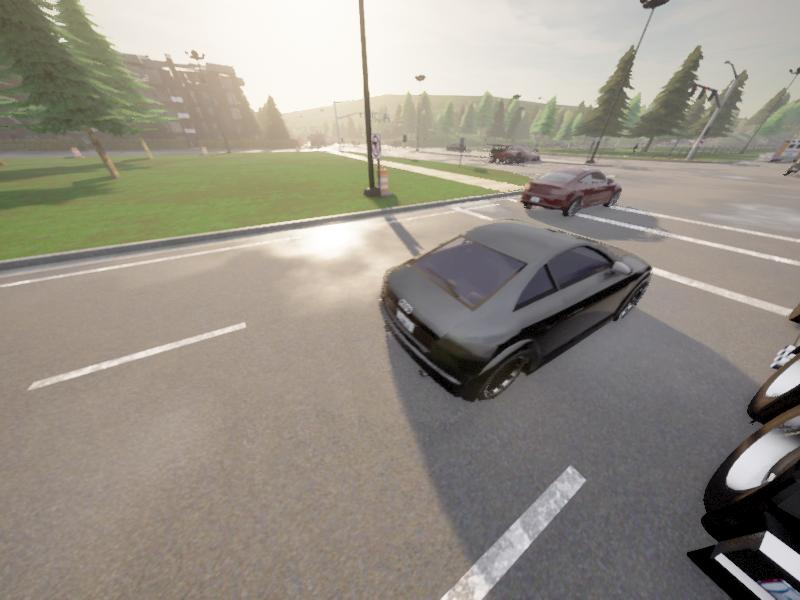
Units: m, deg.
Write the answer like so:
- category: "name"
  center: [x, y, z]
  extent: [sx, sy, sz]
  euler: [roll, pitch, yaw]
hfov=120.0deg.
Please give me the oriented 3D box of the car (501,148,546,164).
- category: "car"
  center: [14.510, -17.176, 27.483]
  extent: [1.994, 1.385, 4.181]
  euler: [-18, 39, -24]

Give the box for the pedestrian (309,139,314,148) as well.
- category: "pedestrian"
  center: [-22.701, -40.083, 59.285]
  extent: [0.751, 1.860, 0.751]
  euler: [-18, 39, -24]

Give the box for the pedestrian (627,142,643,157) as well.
- category: "pedestrian"
  center: [35.363, -22.664, 34.746]
  extent: [0.751, 1.860, 0.751]
  euler: [-16, 38, -21]

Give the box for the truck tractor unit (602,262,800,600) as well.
- category: "truck tractor unit"
  center: [5.112, -0.298, 0.794]
  extent: [6.516, 4.208, 3.053]
  euler: [-18, 39, -24]

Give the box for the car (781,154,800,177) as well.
- category: "car"
  center: [32.992, -10.717, 18.141]
  extent: [5.027, 1.651, 2.152]
  euler: [-18, 39, -24]

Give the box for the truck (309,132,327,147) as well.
- category: "truck"
  center: [-26.116, -51.122, 73.662]
  extent: [2.891, 3.827, 8.468]
  euler: [-18, 39, -25]

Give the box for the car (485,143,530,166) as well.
- category: "car"
  center: [11.736, -16.134, 25.515]
  extent: [1.905, 1.878, 3.866]
  euler: [-18, 39, -24]

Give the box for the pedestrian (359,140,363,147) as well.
- category: "pedestrian"
  center: [-11.703, -47.057, 69.347]
  extent: [0.751, 1.860, 0.751]
  euler: [-20, 40, -26]

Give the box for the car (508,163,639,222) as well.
- category: "car"
  center: [6.748, -4.348, 8.995]
  extent: [4.674, 1.442, 1.812]
  euler: [-18, 39, -24]

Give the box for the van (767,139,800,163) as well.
- category: "van"
  center: [51.314, -19.373, 29.958]
  extent: [6.366, 2.431, 2.351]
  euler: [-18, 39, -24]

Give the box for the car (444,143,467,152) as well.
- category: "car"
  center: [11.977, -33.247, 50.238]
  extent: [1.930, 1.638, 5.238]
  euler: [-18, 38, -24]

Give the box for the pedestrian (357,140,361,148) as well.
- category: "pedestrian"
  center: [-12.336, -46.525, 68.846]
  extent: [0.751, 1.860, 0.751]
  euler: [29, 44, 34]

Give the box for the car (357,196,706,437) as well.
- category: "car"
  center: [1.789, -0.374, 3.338]
  extent: [4.181, 1.385, 1.994]
  euler: [-18, 39, -24]
